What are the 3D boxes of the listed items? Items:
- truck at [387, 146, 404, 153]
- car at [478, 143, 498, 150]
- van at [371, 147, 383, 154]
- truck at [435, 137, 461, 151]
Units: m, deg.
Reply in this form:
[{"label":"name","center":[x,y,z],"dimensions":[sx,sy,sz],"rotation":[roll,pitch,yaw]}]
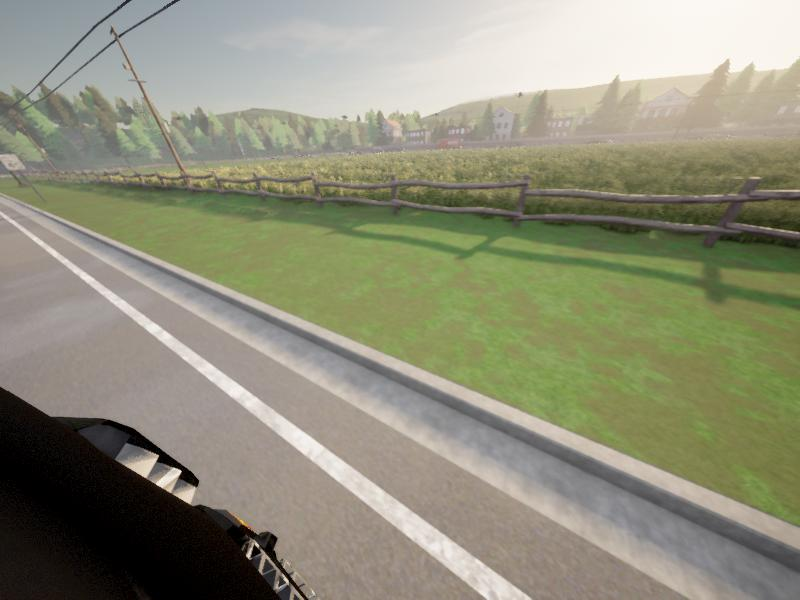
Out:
[{"label":"truck","center":[-1.768,-58.508,89.909],"dimensions":[6.274,2.098,2.390],"rotation":[16,38,26]},{"label":"car","center":[27.307,-47.615,71.820],"dimensions":[5.238,1.638,1.930],"rotation":[16,38,26]},{"label":"van","center":[-8.987,-58.327,90.241],"dimensions":[4.480,2.038,2.069],"rotation":[16,38,26]},{"label":"truck","center":[17.098,-55.985,83.157],"dimensions":[8.468,3.827,2.891],"rotation":[16,38,26]}]
